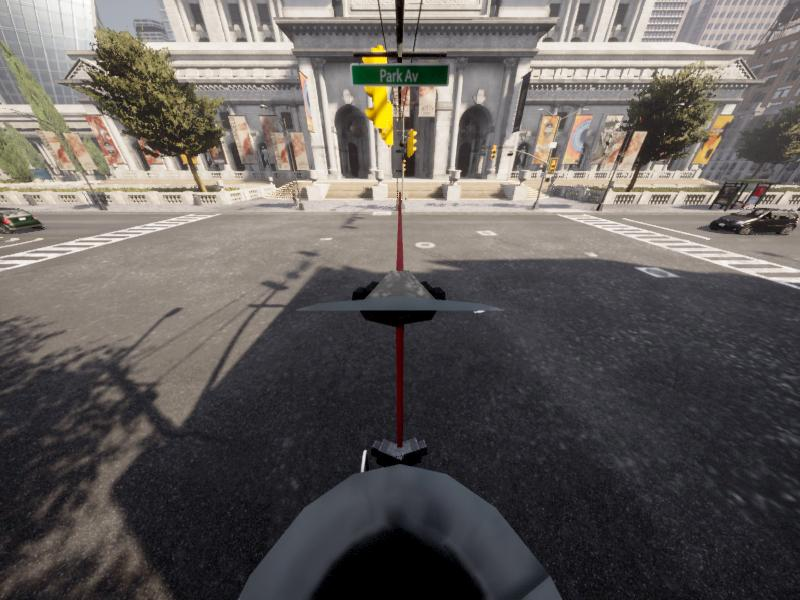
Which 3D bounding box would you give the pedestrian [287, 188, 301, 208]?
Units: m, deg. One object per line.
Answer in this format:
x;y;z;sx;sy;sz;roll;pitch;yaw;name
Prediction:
-11.258;-10.858;24.600;0.751;1.860;0.751;0;30;0;pedestrian

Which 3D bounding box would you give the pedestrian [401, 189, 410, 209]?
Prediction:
0.566;-10.419;23.838;0.751;1.860;0.751;-4;30;-7;pedestrian

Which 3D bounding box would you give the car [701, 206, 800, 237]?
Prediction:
24.045;-5.365;15.690;3.988;1.617;1.851;0;30;0;car

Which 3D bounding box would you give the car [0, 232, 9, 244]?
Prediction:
-25.928;-3.906;12.878;3.866;1.878;1.905;0;30;0;car

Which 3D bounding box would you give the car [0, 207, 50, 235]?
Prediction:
-27.840;-5.515;16.005;3.705;1.549;1.789;0;30;0;car
